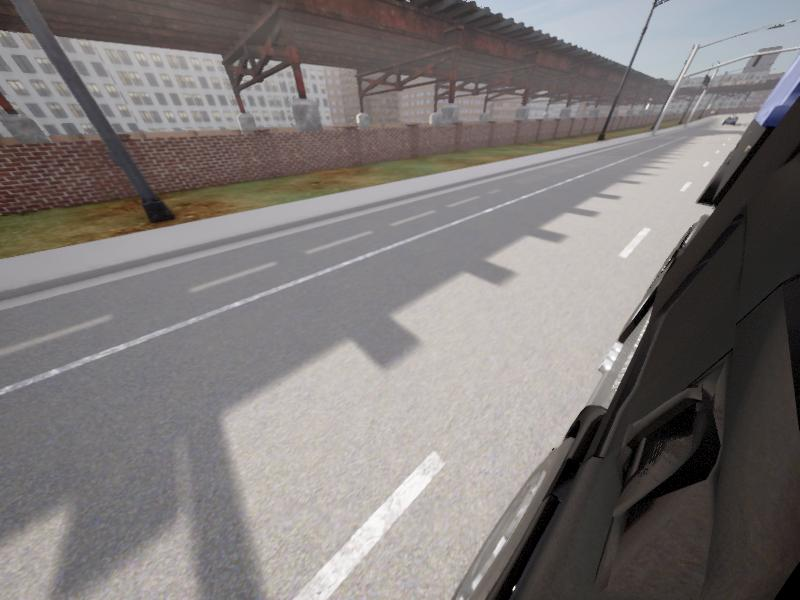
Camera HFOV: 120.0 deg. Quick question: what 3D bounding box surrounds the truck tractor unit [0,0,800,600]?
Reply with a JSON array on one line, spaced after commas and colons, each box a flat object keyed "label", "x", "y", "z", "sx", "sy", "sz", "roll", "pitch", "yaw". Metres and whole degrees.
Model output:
[{"label": "truck tractor unit", "x": 2.645, "y": -0.295, "z": 0.351, "sx": 6.516, "sy": 4.208, "sz": 3.053, "roll": -28, "pitch": 44, "yaw": -30}]

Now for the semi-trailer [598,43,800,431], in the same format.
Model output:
[{"label": "semi-trailer", "x": 8.696, "y": -3.599, "z": 4.241, "sx": 14.254, "sy": 4.402, "sz": 2.717, "roll": -28, "pitch": 44, "yaw": -30}]

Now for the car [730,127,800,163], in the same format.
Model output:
[{"label": "car", "x": 21.094, "y": -8.953, "z": 13.203, "sx": 4.181, "sy": 1.385, "sz": 1.994, "roll": -28, "pitch": 44, "yaw": -30}]
